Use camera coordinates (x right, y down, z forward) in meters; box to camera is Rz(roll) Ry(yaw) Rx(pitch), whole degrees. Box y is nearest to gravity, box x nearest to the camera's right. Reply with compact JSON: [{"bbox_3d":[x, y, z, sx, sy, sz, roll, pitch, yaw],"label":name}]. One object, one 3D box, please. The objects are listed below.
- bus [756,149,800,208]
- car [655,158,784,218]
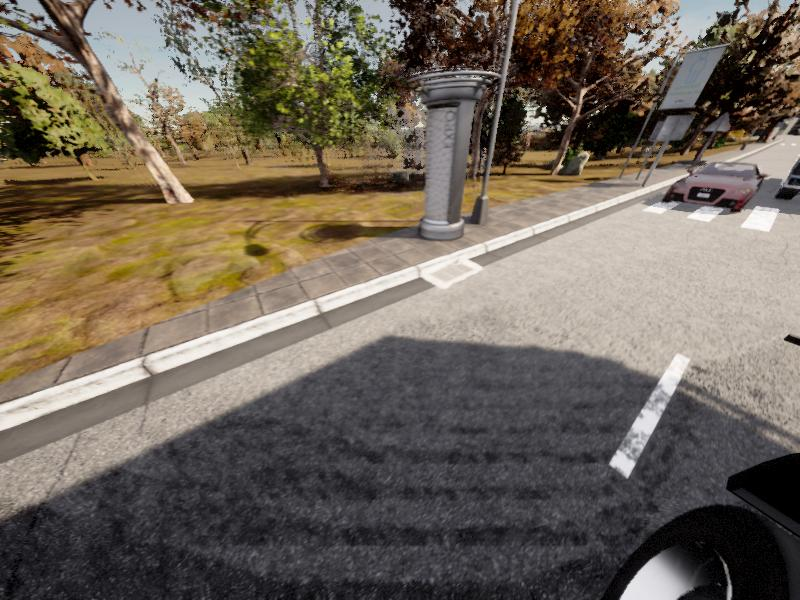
[{"bbox_3d":[19.301,-6.349,8.871,10.273,4.253,3.944,-22,41,-27],"label":"bus"},{"bbox_3d":[12.019,-4.392,8.717,4.181,1.385,1.994,-22,41,-27],"label":"car"}]
